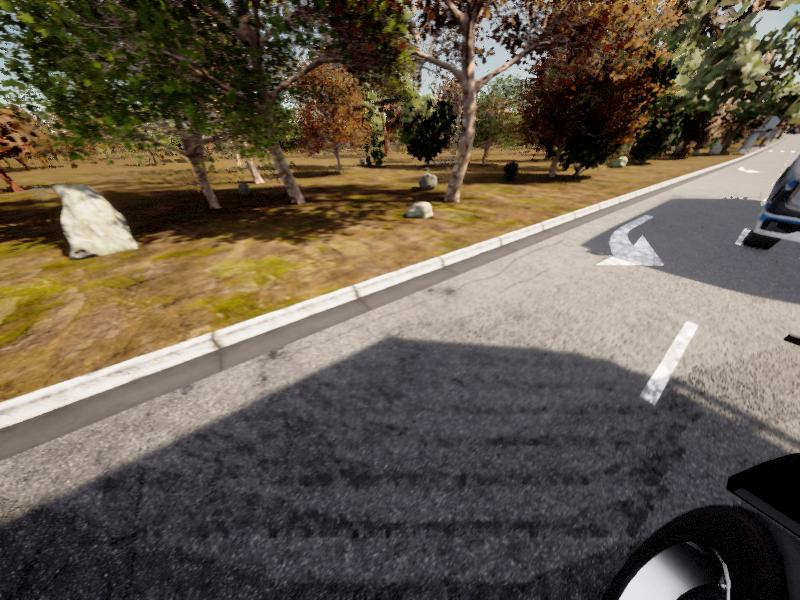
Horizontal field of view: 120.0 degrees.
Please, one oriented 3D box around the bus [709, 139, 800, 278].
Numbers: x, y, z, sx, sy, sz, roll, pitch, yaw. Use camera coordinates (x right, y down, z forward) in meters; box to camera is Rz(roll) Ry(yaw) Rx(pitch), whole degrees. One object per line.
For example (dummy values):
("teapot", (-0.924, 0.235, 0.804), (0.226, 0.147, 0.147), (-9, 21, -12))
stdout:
("bus", (12.351, -3.528, 5.149), (10.273, 4.253, 3.944), (-22, 41, -28))
